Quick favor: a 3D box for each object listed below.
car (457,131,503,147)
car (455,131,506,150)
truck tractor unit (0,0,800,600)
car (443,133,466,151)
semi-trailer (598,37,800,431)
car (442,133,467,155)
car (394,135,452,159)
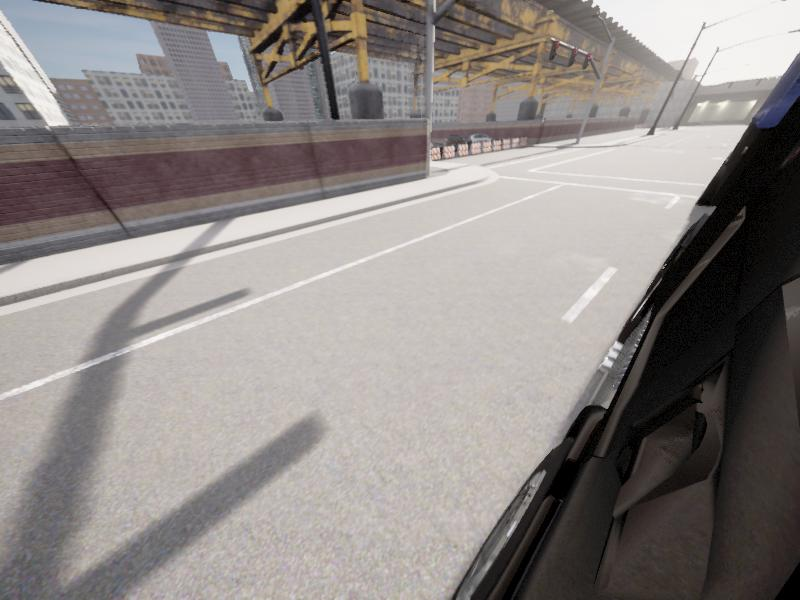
[{"bbox_3d":[9.117,-18.489,26.491,4.536,1.218,1.853,-9,37,-8],"label":"car"},{"bbox_3d":[9.174,-18.370,26.592,4.974,1.542,2.038,-9,37,-8],"label":"car"},{"bbox_3d":[2.645,-0.295,0.352,6.516,4.208,3.053,-28,44,-30],"label":"truck tractor unit"},{"bbox_3d":[5.577,-16.006,23.362,1.853,1.218,4.536,6,37,12],"label":"car"},{"bbox_3d":[8.698,-3.590,4.250,14.254,4.402,2.717,-28,43,-30],"label":"semi-trailer"},{"bbox_3d":[5.571,-15.849,23.416,2.038,1.542,4.974,6,37,12],"label":"car"},{"bbox_3d":[2.050,-13.975,21.109,4.974,1.542,2.038,0,37,4],"label":"car"}]
